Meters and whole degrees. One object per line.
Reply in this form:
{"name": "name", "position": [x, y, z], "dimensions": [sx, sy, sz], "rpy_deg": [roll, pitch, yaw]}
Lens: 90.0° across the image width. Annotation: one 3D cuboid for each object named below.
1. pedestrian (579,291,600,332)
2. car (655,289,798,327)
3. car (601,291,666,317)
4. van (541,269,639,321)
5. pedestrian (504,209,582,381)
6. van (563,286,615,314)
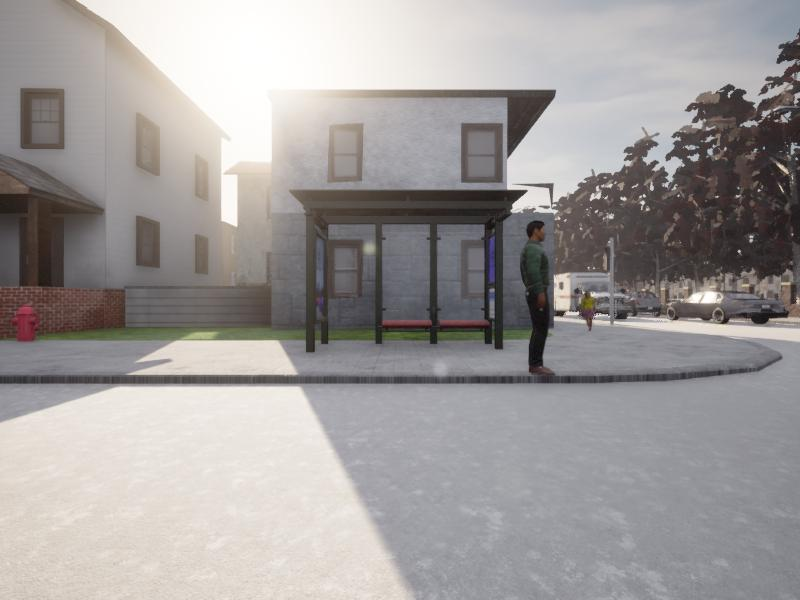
{"name": "pedestrian", "position": [5.154, 0.305, 10.907], "dimensions": [0.500, 1.100, 0.500], "rpy_deg": [0, 0, 23]}
{"name": "car", "position": [13.945, 0.295, 17.673], "dimensions": [2.033, 1.411, 5.357], "rpy_deg": [0, 0, 2]}
{"name": "car", "position": [14.194, 0.227, 24.567], "dimensions": [1.845, 1.501, 3.633], "rpy_deg": [0, 0, -1]}
{"name": "van", "position": [10.056, -0.222, 22.013], "dimensions": [2.351, 2.431, 6.366], "rpy_deg": [0, 0, 0]}
{"name": "pedestrian", "position": [1.661, -0.054, 4.766], "dimensions": [0.751, 1.860, 0.751], "rpy_deg": [0, 0, 9]}
{"name": "van", "position": [14.274, -0.002, 30.573], "dimensions": [1.775, 1.987, 4.442], "rpy_deg": [0, 0, -2]}
